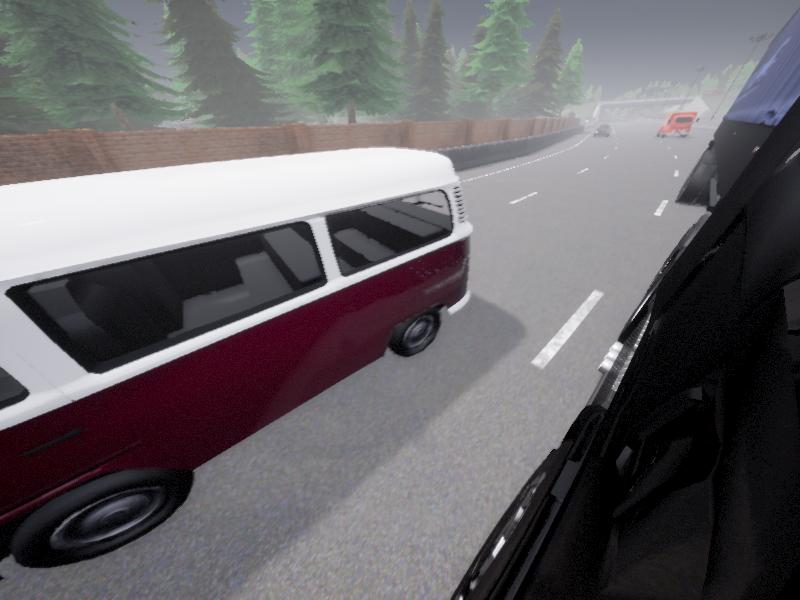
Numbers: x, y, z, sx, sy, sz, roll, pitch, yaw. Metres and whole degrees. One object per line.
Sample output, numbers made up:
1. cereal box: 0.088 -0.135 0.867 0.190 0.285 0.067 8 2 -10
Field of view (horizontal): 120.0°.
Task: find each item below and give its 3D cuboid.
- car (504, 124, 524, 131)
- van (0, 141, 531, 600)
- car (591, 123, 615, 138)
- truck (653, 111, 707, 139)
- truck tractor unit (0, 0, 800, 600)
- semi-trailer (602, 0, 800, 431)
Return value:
1. car: 33.903 -51.369 68.781 4.856 1.649 2.033 22 43 29
2. van: -1.317 -0.048 2.084 4.480 2.038 2.069 -26 43 -28
3. car: 29.431 -24.537 33.493 2.038 1.542 4.974 22 43 29
4. truck: 33.131 -20.914 27.640 2.627 2.467 5.204 22 43 29
5. truck tractor unit: 2.645 -0.295 0.351 6.516 4.208 3.053 -28 44 -30
6. semi-trailer: 8.467 -3.743 4.458 14.254 4.402 2.717 -31 45 -32
